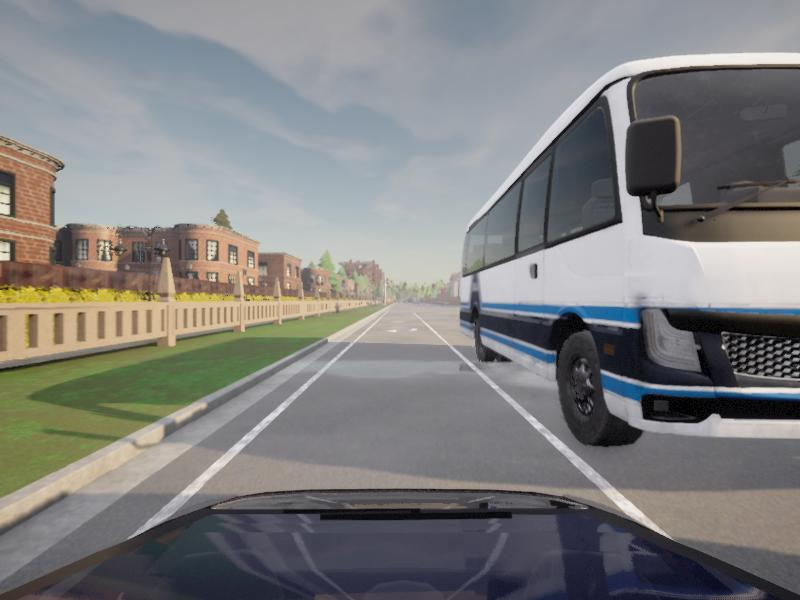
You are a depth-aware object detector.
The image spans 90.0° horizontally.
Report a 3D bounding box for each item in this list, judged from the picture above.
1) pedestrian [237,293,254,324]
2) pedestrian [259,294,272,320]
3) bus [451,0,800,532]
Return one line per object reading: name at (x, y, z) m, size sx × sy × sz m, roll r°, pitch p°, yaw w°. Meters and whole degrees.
pedestrian at (-9.202, 0.507, 23.840) m, size 0.751 × 1.860 × 0.751 m, roll 0°, pitch 0°, yaw 0°
pedestrian at (-9.841, 0.512, 29.315) m, size 0.751 × 1.860 × 0.751 m, roll 0°, pitch 0°, yaw -1°
bus at (3.622, -0.527, 7.893) m, size 3.944 × 4.253 × 10.273 m, roll 0°, pitch 0°, yaw 0°
